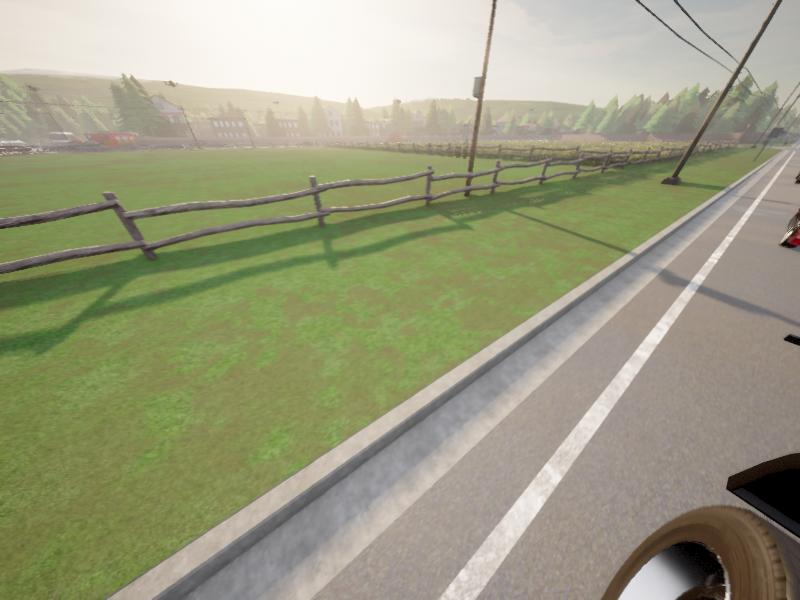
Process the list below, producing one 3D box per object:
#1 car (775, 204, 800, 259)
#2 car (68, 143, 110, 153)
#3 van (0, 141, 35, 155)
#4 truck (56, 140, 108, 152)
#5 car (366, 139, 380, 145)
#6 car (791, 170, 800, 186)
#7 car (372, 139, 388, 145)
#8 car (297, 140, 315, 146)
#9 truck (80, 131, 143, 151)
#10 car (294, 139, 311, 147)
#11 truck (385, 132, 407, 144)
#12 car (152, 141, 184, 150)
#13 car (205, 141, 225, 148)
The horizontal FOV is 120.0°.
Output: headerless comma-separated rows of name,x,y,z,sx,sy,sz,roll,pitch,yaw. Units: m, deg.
car,10.955,-1.869,5.245,4.181,1.385,1.994,-22,41,-28
car,-64.872,-31.826,48.315,4.611,1.667,2.242,-22,41,-27
van,-75.015,-29.341,44.476,2.069,2.038,4.480,17,39,23
truck,-70.849,-34.556,51.752,6.274,2.098,2.390,-22,41,-27
car,-10.029,-58.852,85.973,5.008,1.535,1.882,-22,41,-27
car,23.663,-7.148,12.358,5.027,1.651,2.152,-22,41,-28
car,-7.211,-57.536,84.077,5.366,1.575,1.801,-22,41,-27
car,-31.541,-52.605,77.417,4.792,1.488,2.163,-22,41,-27
truck,-69.068,-38.440,55.732,8.468,3.827,2.891,-22,41,-27
car,-28.880,-46.479,68.376,3.866,1.878,1.905,-22,41,-27
truck,-1.475,-63.245,90.110,8.468,3.827,2.891,-22,41,-27
car,-56.487,-37.704,56.454,5.238,1.638,1.930,-22,41,-27
car,-52.588,-44.141,65.618,3.988,1.617,1.851,-22,41,-27
